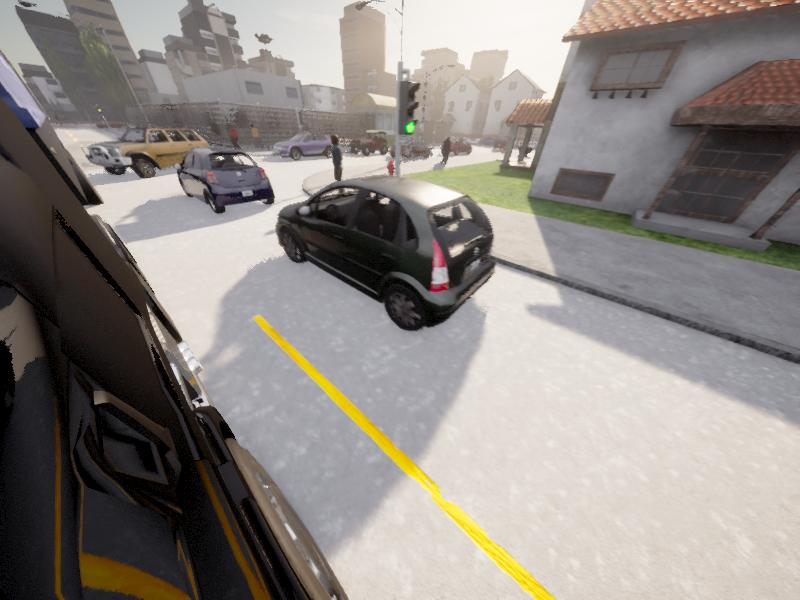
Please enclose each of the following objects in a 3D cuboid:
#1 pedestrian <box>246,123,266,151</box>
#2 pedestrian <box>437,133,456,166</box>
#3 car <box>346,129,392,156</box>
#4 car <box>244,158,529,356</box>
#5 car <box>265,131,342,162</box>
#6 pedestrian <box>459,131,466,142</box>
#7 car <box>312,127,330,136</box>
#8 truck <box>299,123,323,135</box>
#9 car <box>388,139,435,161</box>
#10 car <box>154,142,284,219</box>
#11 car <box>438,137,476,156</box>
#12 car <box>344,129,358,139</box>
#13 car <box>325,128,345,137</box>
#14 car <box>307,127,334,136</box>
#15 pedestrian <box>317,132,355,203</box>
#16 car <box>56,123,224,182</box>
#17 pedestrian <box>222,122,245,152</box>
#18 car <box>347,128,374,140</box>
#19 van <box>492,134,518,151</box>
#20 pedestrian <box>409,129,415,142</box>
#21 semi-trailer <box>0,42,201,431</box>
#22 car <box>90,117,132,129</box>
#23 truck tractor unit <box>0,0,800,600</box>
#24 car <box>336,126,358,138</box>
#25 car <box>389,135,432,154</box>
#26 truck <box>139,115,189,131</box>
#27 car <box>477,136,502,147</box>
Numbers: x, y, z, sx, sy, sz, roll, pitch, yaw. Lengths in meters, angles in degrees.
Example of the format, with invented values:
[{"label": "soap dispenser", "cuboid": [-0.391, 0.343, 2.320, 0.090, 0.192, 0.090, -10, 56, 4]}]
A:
[{"label": "pedestrian", "cuboid": [-12.022, -13.630, 19.353, 0.751, 1.860, 0.751, 31, 45, 32]}, {"label": "pedestrian", "cuboid": [3.231, -10.541, 16.228, 0.751, 1.860, 0.751, 28, 44, 30]}, {"label": "car", "cuboid": [-2.802, -14.760, 21.673, 1.905, 1.878, 3.866, 28, 44, 30]}, {"label": "car", "cuboid": [-0.483, -1.190, 3.884, 3.988, 1.617, 1.851, 28, 44, 30]}, {"label": "car", "cuboid": [-7.069, -11.744, 17.575, 2.033, 1.649, 4.856, 28, 43, 30]}, {"label": "pedestrian", "cuboid": [13.232, -34.366, 48.700, 0.751, 1.860, 0.751, 30, 45, 32]}, {"label": "car", "cuboid": [-17.662, -37.531, 51.373, 3.705, 1.547, 1.789, 28, 44, 30]}, {"label": "truck", "cuboid": [-20.648, -39.577, 53.518, 2.069, 2.038, 4.478, 28, 44, 30]}, {"label": "car", "cuboid": [1.090, -13.464, 20.629, 1.994, 1.385, 4.181, 28, 44, 30]}, {"label": "car", "cuboid": [-5.687, -3.938, 7.289, 3.633, 1.501, 1.845, 28, 44, 30]}, {"label": "car", "cuboid": [6.414, -17.155, 25.790, 2.007, 1.525, 4.514, 28, 44, 30]}, {"label": "car", "cuboid": [-9.475, -32.162, 44.798, 1.481, 1.379, 2.207, 28, 44, 30]}, {"label": "car", "cuboid": [-13.889, -35.953, 49.523, 1.845, 1.501, 3.633, 28, 44, 30]}, {"label": "car", "cuboid": [-17.736, -37.636, 51.630, 2.033, 1.415, 5.357, 28, 44, 30]}, {"label": "pedestrian", "cuboid": [-2.001, -4.258, 7.470, 0.751, 1.860, 0.751, 8, 37, 7]}, {"label": "car", "cuboid": [-11.319, -7.031, 10.769, 1.932, 1.855, 4.605, 9, 38, 9]}, {"label": "pedestrian", "cuboid": [-13.196, -12.934, 18.345, 0.751, 1.860, 0.751, 32, 45, 33]}, {"label": "car", "cuboid": [-7.449, -31.642, 44.060, 2.242, 1.667, 4.611, 28, 44, 30]}, {"label": "van", "cuboid": [15.904, -23.846, 34.988, 1.775, 1.987, 4.442, 27, 43, 29]}, {"label": "pedestrian", "cuboid": [2.303, -31.514, 44.265, 0.751, 1.860, 0.751, 28, 43, 29]}, {"label": "semi-trailer", "cuboid": [-8.695, -3.606, 4.231, 14.254, 4.402, 2.717, 28, 44, 30]}, {"label": "car", "cuboid": [-50.727, -31.119, 40.690, 1.851, 1.617, 3.988, 7, 37, 6]}, {"label": "truck tractor unit", "cuboid": [-2.645, -0.295, 0.351, 6.516, 4.208, 3.053, 28, 44, 30]}, {"label": "car", "cuboid": [-10.564, -33.591, 46.292, 1.905, 1.878, 3.866, 28, 44, 30]}, {"label": "car", "cuboid": [1.217, -17.347, 25.720, 2.128, 1.511, 4.902, 28, 44, 30]}, {"label": "truck", "cuboid": [-46.447, -34.895, 45.619, 2.390, 2.098, 6.274, 28, 44, 30]}, {"label": "car", "cuboid": [16.794, -29.827, 43.488, 1.816, 1.474, 4.193, -14, 40, -22]}]
